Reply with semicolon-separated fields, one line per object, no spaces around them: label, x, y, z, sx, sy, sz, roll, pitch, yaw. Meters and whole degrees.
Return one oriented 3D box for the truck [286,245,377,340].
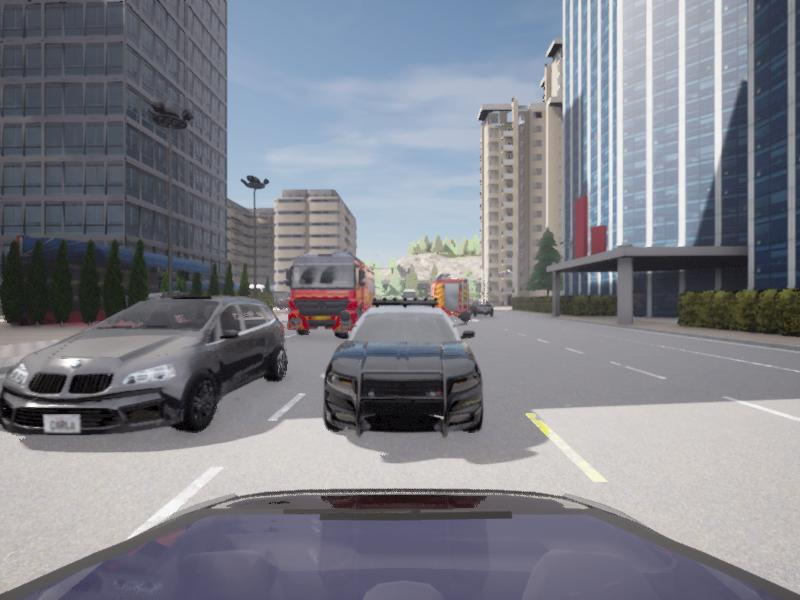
truck;-3.038;-0.306;20.425;2.891;3.827;8.468;0;0;2

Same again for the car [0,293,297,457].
car;-3.422;0.760;6.402;2.242;1.667;4.611;0;0;1

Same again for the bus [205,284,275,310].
bus;-27.101;-0.489;68.126;10.273;4.253;3.944;0;0;2

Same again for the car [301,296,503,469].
car;0.083;0.776;6.434;1.930;1.638;5.238;0;0;1

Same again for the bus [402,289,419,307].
bus;2.586;-0.476;99.961;3.944;4.253;10.273;0;0;1

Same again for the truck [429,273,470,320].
truck;4.363;-0.298;36.902;2.891;3.827;8.468;0;0;1

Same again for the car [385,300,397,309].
car;-1.676;0.815;74.828;2.033;1.649;4.856;0;0;1

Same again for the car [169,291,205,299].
car;-15.287;-0.327;28.735;1.750;0.535;1.642;0;0;32

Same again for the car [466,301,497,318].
car;7.921;0.860;39.302;2.128;1.511;4.902;0;0;1

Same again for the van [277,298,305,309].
van;-19.448;0.645;71.235;4.442;1.987;1.775;0;0;2

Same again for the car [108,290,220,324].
car;-16.006;0.421;27.582;2.390;2.098;6.274;0;0;32
